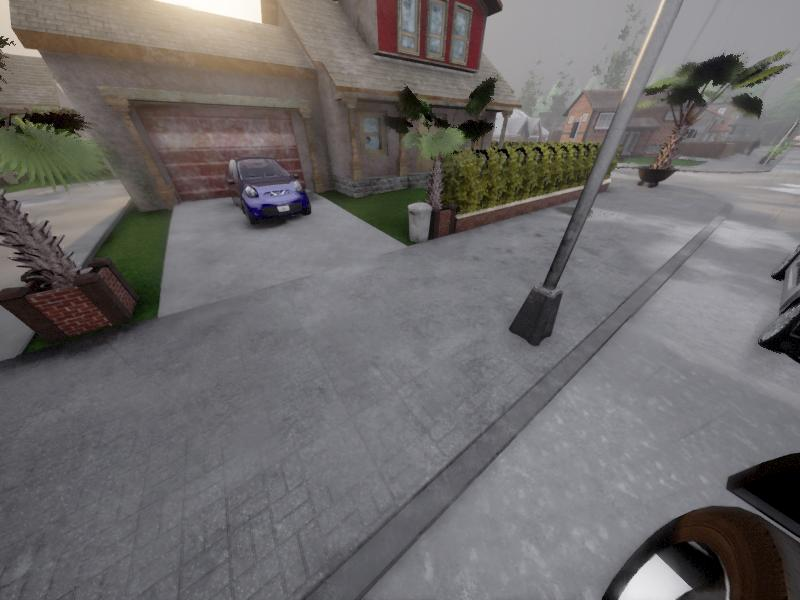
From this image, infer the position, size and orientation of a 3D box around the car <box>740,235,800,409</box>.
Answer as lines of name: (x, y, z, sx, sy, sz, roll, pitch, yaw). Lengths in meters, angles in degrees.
car: (6.544, -0.168, 2.713, 5.238, 1.638, 1.930, -22, 41, -28)

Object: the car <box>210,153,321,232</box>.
car: (-4.139, -3.473, 7.009, 1.845, 1.501, 3.633, -24, 42, -30)

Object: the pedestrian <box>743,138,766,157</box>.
pedestrian: (43.579, -18.768, 28.443, 0.751, 1.860, 0.751, -25, 42, -31)

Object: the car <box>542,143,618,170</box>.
car: (15.792, -12.921, 20.600, 2.097, 1.767, 4.553, -22, 40, -27)

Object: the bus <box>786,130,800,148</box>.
bus: (89.336, -34.970, 49.288, 3.944, 4.253, 10.273, 28, 44, 34)
